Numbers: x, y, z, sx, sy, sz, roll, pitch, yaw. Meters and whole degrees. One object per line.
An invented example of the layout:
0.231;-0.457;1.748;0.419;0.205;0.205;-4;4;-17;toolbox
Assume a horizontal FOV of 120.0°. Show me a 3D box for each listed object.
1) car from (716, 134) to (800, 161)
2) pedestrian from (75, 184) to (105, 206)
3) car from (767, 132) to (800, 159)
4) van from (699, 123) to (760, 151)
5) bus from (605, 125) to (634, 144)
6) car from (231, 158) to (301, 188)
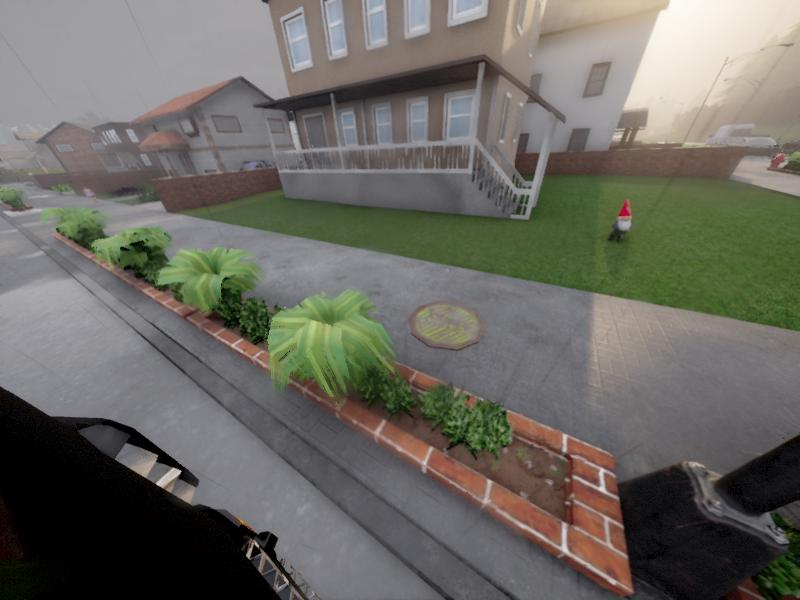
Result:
29.639;-12.831;19.396;1.930;1.638;5.238;17;39;27;car
-18.116;-6.148;13.518;0.500;1.100;0.500;15;38;25;pedestrian
33.634;-12.680;18.852;2.033;1.649;4.856;18;39;28;car
41.440;-20.591;29.313;1.988;2.561;5.915;16;38;27;van
66.576;-50.253;70.417;3.944;4.253;10.273;16;38;26;bus
-9.379;-9.122;16.492;1.845;1.501;3.633;16;38;26;car
